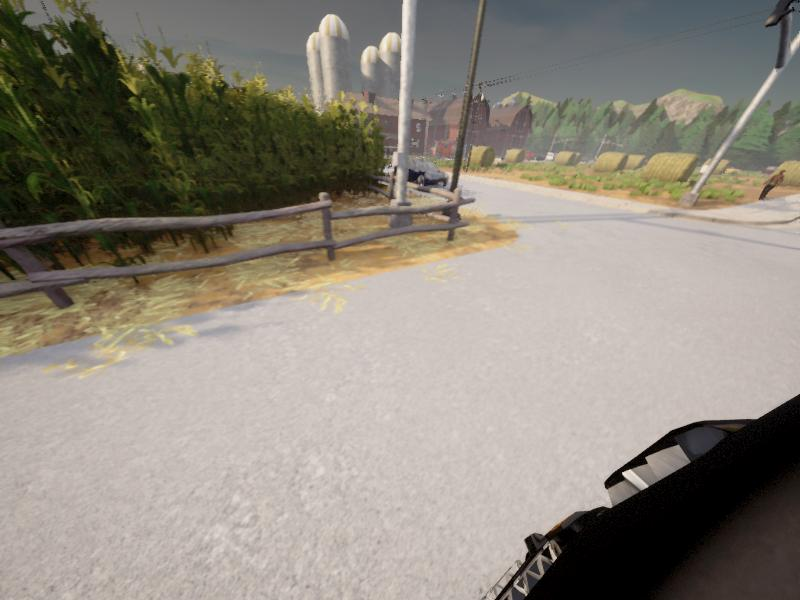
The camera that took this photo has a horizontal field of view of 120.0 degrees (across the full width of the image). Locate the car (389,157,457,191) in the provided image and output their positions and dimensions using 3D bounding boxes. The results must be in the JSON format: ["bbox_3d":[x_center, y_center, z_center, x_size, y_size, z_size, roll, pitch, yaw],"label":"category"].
[{"bbox_3d":[1.366,-8.744,15.828,2.163,1.488,4.792,-16,38,-26],"label":"car"}]

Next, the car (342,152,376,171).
[{"bbox_3d":[-4.241,-14.261,23.774,1.994,1.385,4.181,-16,38,-26],"label":"car"}]

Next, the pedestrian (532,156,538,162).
[{"bbox_3d":[36.234,-37.724,61.806,0.751,1.300,0.751,-12,37,-21],"label":"pedestrian"}]

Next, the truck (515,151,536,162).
[{"bbox_3d":[37.027,-42.445,68.213,5.204,2.467,2.627,-17,38,-27],"label":"truck"}]

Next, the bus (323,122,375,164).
[{"bbox_3d":[-7.493,-22.516,33.310,3.944,4.253,10.273,-15,38,-25],"label":"bus"}]

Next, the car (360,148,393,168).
[{"bbox_3d":[-2.828,-16.908,27.472,2.097,1.767,4.553,-16,38,-26],"label":"car"}]

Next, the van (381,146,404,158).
[{"bbox_3d":[-1.669,-32.966,51.391,4.480,2.038,2.069,-16,38,-27],"label":"van"}]

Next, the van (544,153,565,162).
[{"bbox_3d":[50.410,-46.440,75.256,6.366,2.431,2.351,-17,38,-27],"label":"van"}]

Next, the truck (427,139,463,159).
[{"bbox_3d":[11.203,-37.552,57.658,8.468,3.827,2.891,-17,38,-27],"label":"truck"}]

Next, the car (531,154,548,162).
[{"bbox_3d":[43.199,-44.049,71.634,4.605,1.855,1.932,-17,38,-27],"label":"car"}]

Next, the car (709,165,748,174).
[{"bbox_3d":[84.546,-33.637,59.557,1.801,1.575,5.366,-16,38,-26],"label":"car"}]

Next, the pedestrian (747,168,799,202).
[{"bbox_3d":[23.372,-7.216,14.513,0.751,1.860,0.751,-10,36,-18],"label":"pedestrian"}]
